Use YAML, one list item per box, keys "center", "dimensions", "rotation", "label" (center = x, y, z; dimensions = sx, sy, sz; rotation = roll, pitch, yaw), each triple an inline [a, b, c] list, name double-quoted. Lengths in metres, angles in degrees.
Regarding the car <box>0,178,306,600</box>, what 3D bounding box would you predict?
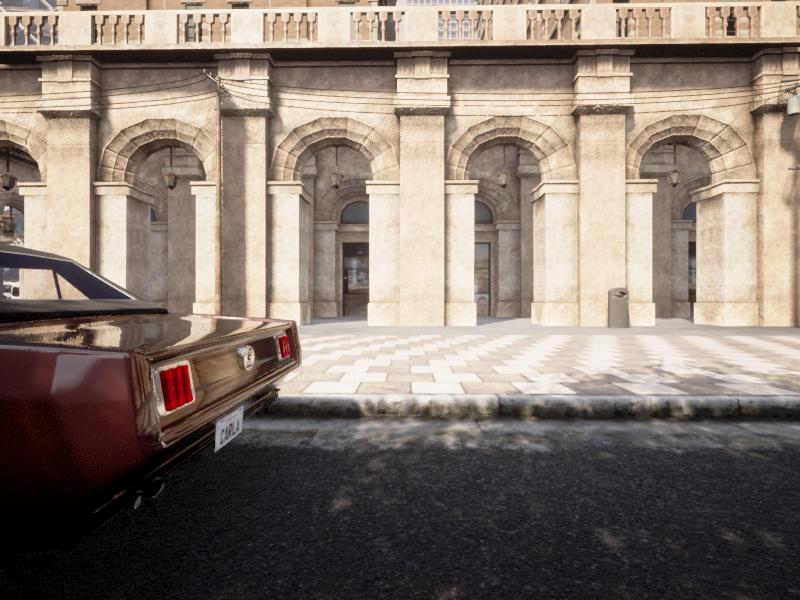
- center: [-3.058, 0.338, 2.008]
  dimensions: [4.718, 1.301, 1.895]
  rotation: [0, 0, 1]
  label: "car"
